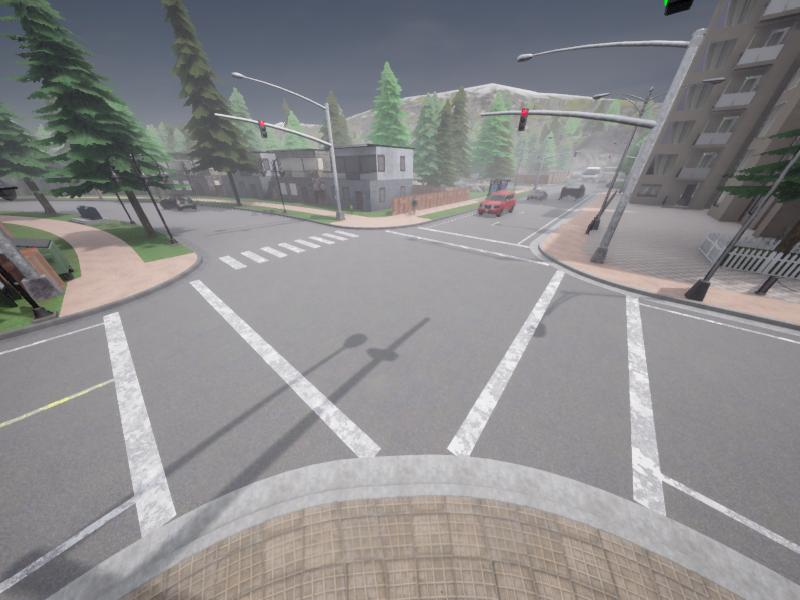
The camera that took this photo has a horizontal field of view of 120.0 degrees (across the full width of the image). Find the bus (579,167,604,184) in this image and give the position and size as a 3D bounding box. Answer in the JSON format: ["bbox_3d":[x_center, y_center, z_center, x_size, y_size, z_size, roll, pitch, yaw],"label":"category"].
[{"bbox_3d":[59.049,-38.592,71.157,3.944,4.253,10.273,24,38,35],"label":"bus"}]

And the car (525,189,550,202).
[{"bbox_3d":[20.046,-15.250,33.610,1.994,1.385,4.181,24,38,35],"label":"car"}]

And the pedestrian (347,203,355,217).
[{"bbox_3d":[-4.613,-8.523,21.847,0.500,1.100,0.500,-19,35,-30],"label":"pedestrian"}]

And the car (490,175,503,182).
[{"bbox_3d":[29.590,-37.325,71.038,1.932,1.855,4.605,23,37,34],"label":"car"}]

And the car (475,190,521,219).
[{"bbox_3d":[10.068,-9.866,23.604,2.150,2.045,5.566,24,38,35],"label":"car"}]

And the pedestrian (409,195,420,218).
[{"bbox_3d":[1.328,-8.755,21.518,0.751,1.860,0.751,18,35,29],"label":"pedestrian"}]

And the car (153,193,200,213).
[{"bbox_3d":[-25.000,-10.931,25.854,3.988,1.617,1.851,12,32,20],"label":"car"}]

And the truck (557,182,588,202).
[{"bbox_3d":[26.157,-16.390,34.855,2.390,2.098,6.274,24,38,35],"label":"truck"}]

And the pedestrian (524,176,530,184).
[{"bbox_3d":[35.037,-33.186,63.816,0.751,1.860,0.751,-26,39,-38],"label":"pedestrian"}]
